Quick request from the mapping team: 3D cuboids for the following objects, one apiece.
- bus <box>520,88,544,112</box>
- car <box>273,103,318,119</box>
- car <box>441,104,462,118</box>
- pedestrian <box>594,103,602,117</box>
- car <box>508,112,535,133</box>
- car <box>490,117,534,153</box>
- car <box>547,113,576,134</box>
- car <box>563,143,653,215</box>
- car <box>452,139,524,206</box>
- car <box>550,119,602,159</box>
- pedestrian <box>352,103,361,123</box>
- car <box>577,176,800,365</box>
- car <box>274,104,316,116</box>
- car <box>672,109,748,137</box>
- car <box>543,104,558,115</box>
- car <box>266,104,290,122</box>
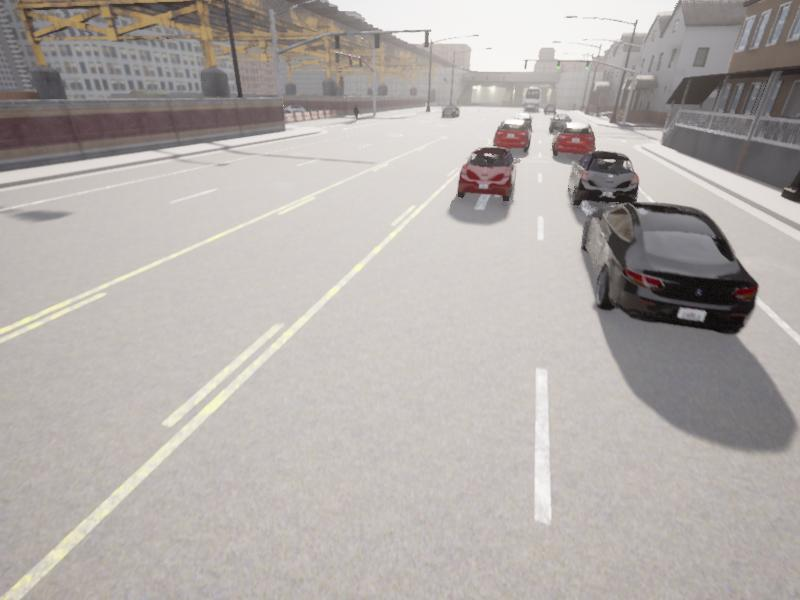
[{"bbox_3d":[28.536,-43.300,86.418,3.944,4.253,10.273,9,28,15],"label":"bus"},{"bbox_3d":[-12.858,-23.425,49.500,4.974,1.542,2.038,-23,36,-39],"label":"car"},{"bbox_3d":[7.373,-27.170,57.424,2.033,1.649,4.856,9,28,15],"label":"car"},{"bbox_3d":[30.559,-29.273,61.688,0.751,1.860,0.751,11,29,19],"label":"pedestrian"},{"bbox_3d":[11.640,-17.056,38.227,2.128,1.511,4.902,9,29,15],"label":"car"},{"bbox_3d":[7.173,-10.556,25.358,2.242,1.667,4.611,9,28,15],"label":"car"},{"bbox_3d":[14.968,-16.525,37.308,2.007,1.525,4.514,9,28,15],"label":"car"},{"bbox_3d":[6.481,-4.032,12.910,1.845,1.501,3.633,9,28,15],"label":"car"},{"bbox_3d":[3.068,-4.448,13.593,1.845,1.501,3.633,9,29,15],"label":"car"},{"bbox_3d":[10.211,-9.583,23.593,2.242,1.667,4.611,9,28,15],"label":"car"},{"bbox_3d":[-4.722,-20.272,43.381,0.751,1.860,0.751,9,28,15],"label":"pedestrian"},{"bbox_3d":[4.422,-0.961,7.016,1.812,1.442,4.674,9,28,15],"label":"car"},{"bbox_3d":[-12.892,-23.548,49.394,4.536,1.218,1.853,-23,36,-39],"label":"car"},{"bbox_3d":[27.818,-15.972,36.121,4.856,1.649,2.033,0,26,18],"label":"car"},{"bbox_3d":[27.196,-34.565,72.376,2.033,1.649,4.856,9,28,15],"label":"car"},{"bbox_3d":[-13.692,-20.968,44.736,2.038,1.542,4.974,-8,29,-17],"label":"car"}]
